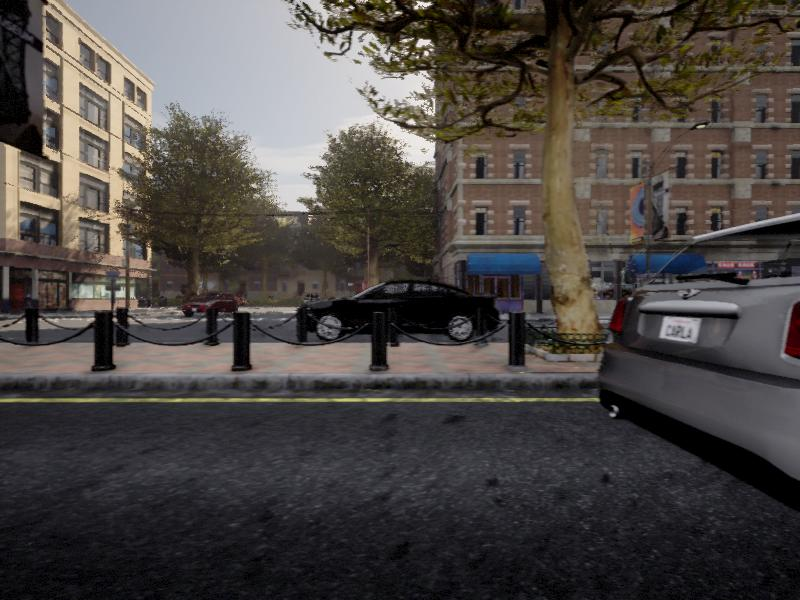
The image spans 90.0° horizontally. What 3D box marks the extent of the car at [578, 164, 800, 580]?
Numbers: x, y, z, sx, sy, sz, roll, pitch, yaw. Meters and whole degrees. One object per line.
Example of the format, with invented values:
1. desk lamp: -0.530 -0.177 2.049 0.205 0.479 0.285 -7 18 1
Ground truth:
1. car: 3.321 0.253 2.206 3.806 1.475 1.970 0 0 0

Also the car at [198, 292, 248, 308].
1. car: -22.819 -0.027 51.671 5.566 2.045 2.150 0 0 0

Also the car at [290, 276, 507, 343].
1. car: -0.034 0.223 10.201 5.008 1.535 1.882 0 0 0

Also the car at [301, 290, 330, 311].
1. car: -8.155 0.054 38.835 1.932 1.855 4.605 0 0 -1

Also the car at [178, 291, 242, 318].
1. car: -11.542 0.256 24.643 1.816 1.474 4.193 0 0 2
